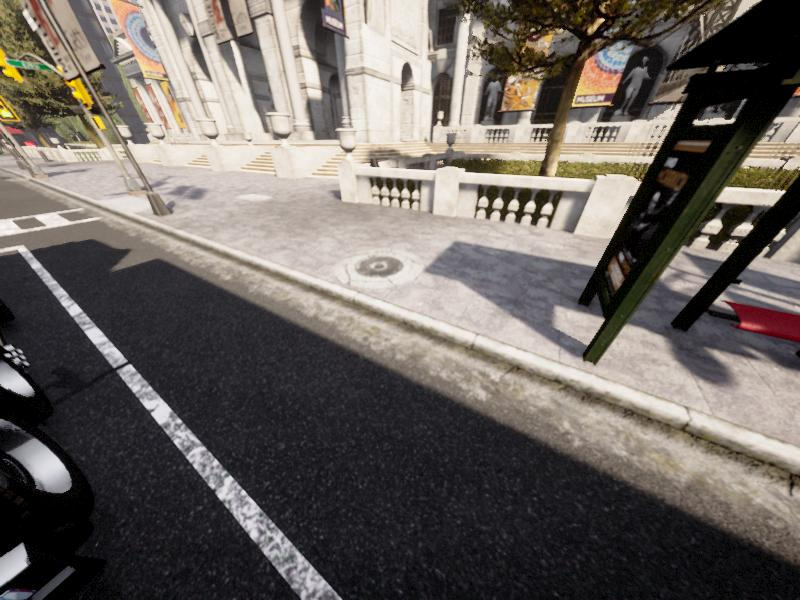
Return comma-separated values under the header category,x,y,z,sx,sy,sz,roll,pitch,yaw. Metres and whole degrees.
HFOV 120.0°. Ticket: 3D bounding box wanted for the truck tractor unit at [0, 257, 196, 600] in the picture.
category,x,y,z,sx,sy,sz,roll,pitch,yaw
truck tractor unit,-5.098,-0.314,0.793,6.516,4.208,3.053,19,39,25
